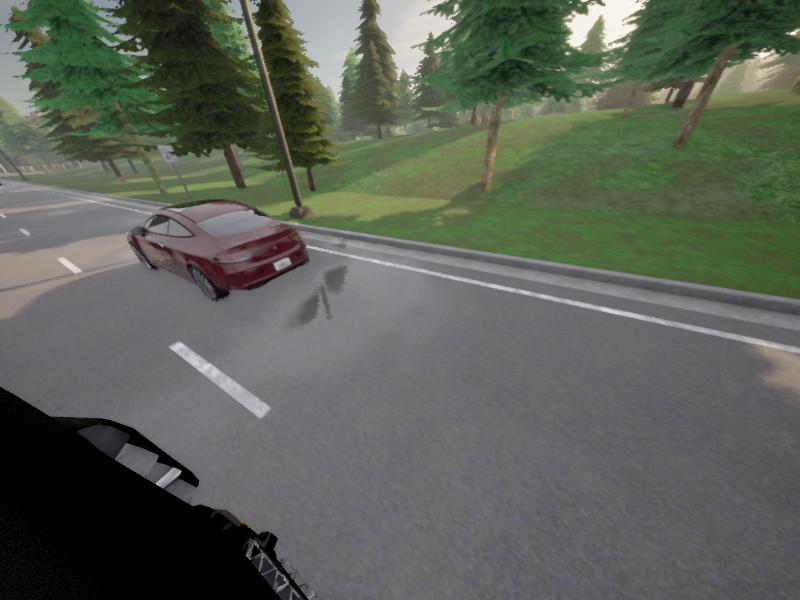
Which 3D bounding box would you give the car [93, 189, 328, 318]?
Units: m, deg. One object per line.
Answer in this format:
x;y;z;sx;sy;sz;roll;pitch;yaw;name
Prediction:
-4.044;-1.341;4.945;4.674;1.442;1.812;16;38;26;car

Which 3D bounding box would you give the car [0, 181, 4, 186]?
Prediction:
-56.969;-16.486;31.608;5.238;1.638;1.930;16;38;26;car
